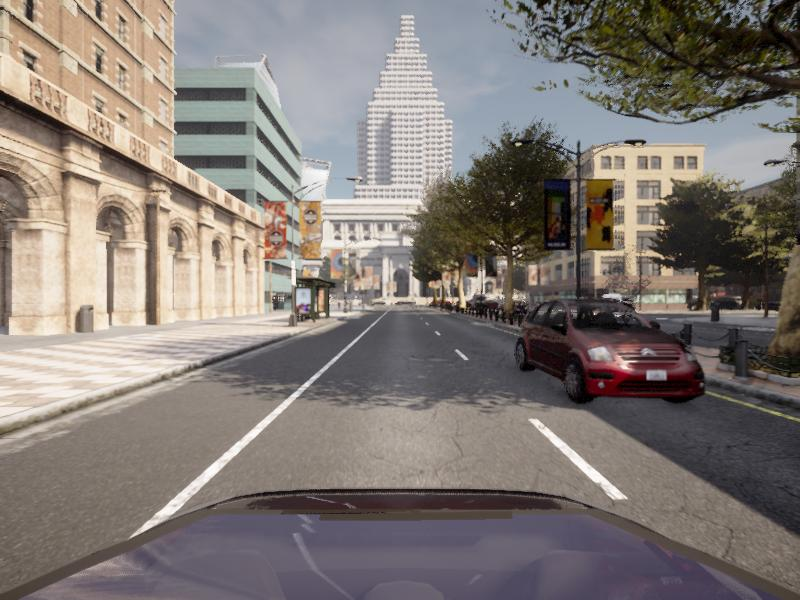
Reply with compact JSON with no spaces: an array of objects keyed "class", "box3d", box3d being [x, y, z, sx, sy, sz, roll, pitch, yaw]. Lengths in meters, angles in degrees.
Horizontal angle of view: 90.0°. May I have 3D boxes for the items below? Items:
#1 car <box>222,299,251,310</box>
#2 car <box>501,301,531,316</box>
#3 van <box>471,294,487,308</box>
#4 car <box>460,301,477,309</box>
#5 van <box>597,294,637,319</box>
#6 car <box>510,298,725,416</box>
[{"class":"car","box3d":[-23.356,0.659,57.344,2.128,1.511,4.902,0,0,0]},{"class":"car","box3d":[11.565,0.813,40.182,1.816,1.474,4.193,0,0,0]},{"class":"van","box3d":[15.130,0.225,77.213,1.988,2.561,5.915,0,0,0]},{"class":"car","box3d":[11.613,0.825,68.432,2.033,1.411,5.357,0,0,0]},{"class":"van","box3d":[18.760,0.535,34.474,2.069,2.038,4.480,-2,-2,41]},{"class":"car","box3d":[3.513,0.780,7.456,1.851,1.617,3.988,0,0,0]}]
